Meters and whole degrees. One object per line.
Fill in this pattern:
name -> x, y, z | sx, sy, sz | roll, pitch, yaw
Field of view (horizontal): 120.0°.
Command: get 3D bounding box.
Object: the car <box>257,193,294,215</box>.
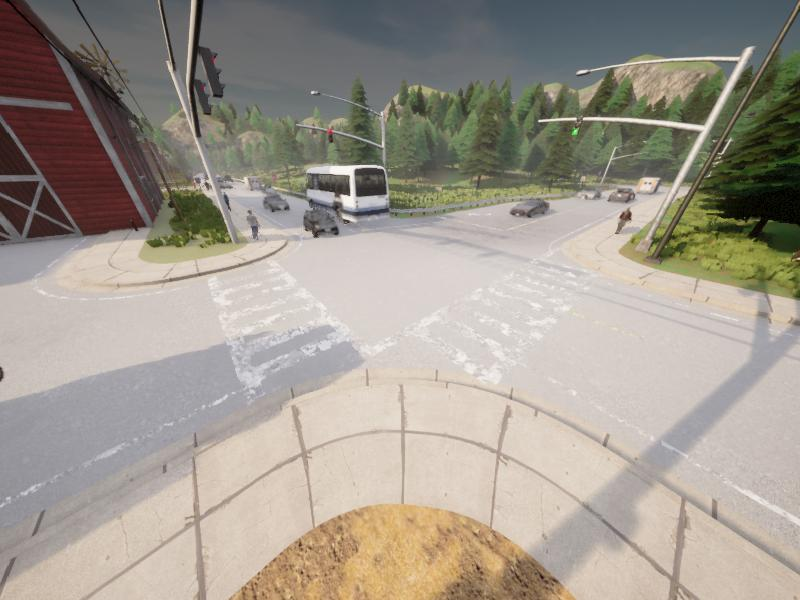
car -> -13.519, -10.487, 24.998 | 2.128, 1.511, 4.902 | -22, 37, -33

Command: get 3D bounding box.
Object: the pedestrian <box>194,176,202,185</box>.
pedestrian -> -50.759, -29.969, 58.043 | 0.751, 1.860, 0.751 | -17, 34, -26

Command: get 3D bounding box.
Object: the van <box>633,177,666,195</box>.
van -> 44.203, -20.220, 40.884 | 6.366, 2.431, 2.351 | -21, 36, -33

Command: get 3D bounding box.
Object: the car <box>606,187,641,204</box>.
car -> 30.442, -14.360, 31.496 | 4.611, 1.667, 2.242 | -22, 37, -34

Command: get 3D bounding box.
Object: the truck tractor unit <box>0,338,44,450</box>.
truck tractor unit -> -9.533, 1.578, 1.329 | 6.516, 4.208, 3.053 | -23, 38, -34

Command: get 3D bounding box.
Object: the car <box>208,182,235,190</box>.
car -> -37.447, -23.969, 48.493 | 4.181, 1.385, 1.994 | 6, 30, 9

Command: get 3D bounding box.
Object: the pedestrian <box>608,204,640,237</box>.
pedestrian -> 14.487, -5.139, 14.983 | 0.751, 1.860, 0.751 | -18, 35, -29

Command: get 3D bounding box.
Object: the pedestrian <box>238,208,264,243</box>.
pedestrian -> -8.879, -4.459, 13.852 | 0.751, 1.860, 0.751 | -10, 32, -17

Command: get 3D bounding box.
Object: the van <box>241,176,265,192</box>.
van -> -29.699, -23.439, 46.519 | 2.351, 2.431, 6.366 | -22, 37, -33

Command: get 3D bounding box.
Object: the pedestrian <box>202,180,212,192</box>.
pedestrian -> -34.902, -20.612, 41.835 | 0.751, 1.860, 0.751 | -17, 34, -27

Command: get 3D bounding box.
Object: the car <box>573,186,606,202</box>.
car -> 27.153, -15.265, 33.063 | 4.611, 1.667, 2.242 | -23, 37, -34

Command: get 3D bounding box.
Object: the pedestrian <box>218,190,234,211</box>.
pedestrian -> -18.121, -10.359, 24.077 | 0.751, 1.860, 0.751 | -23, 37, -34

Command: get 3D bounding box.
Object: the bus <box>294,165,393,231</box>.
bus -> -5.320, -9.580, 20.687 | 3.944, 4.253, 10.273 | -22, 37, -33

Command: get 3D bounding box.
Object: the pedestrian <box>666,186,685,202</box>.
pedestrian -> 35.486, -13.693, 29.797 | 0.751, 1.860, 0.751 | 18, 34, 28

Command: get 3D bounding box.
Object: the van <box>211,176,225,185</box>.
van -> -48.948, -32.187, 62.063 | 2.069, 2.038, 4.480 | -22, 37, -33

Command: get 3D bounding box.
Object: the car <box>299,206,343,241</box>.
car -> -5.664, -5.493, 16.309 | 1.789, 1.549, 3.705 | -17, 34, -28

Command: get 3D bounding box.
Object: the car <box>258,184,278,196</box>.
car -> -22.305, -18.570, 38.983 | 1.845, 1.501, 3.633 | -22, 37, -33

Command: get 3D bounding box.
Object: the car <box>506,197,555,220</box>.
car -> 12.880, -9.094, 22.653 | 5.357, 1.411, 2.033 | -23, 37, -34
